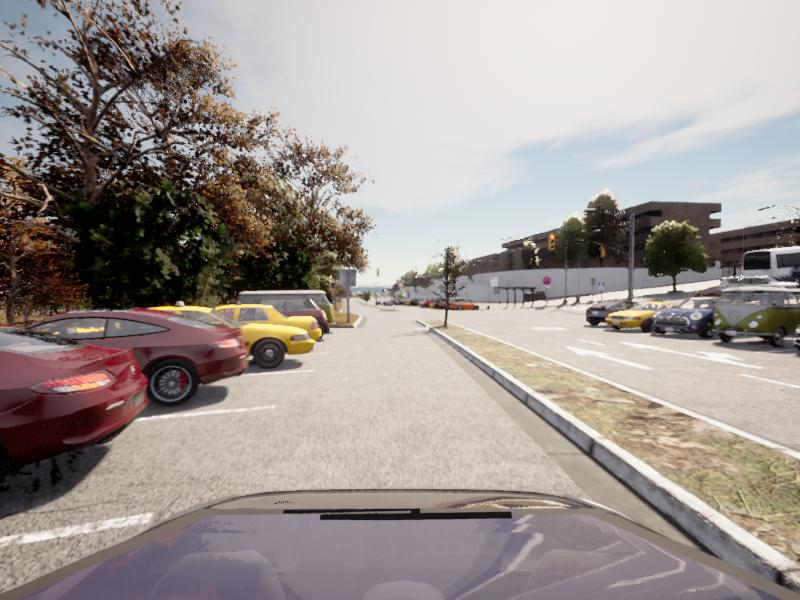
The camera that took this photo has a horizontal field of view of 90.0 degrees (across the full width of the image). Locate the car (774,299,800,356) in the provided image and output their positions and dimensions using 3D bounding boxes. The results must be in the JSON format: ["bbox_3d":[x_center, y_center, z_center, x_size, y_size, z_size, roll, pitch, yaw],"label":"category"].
[{"bbox_3d":[13.345,0.786,11.258,4.892,1.521,2.231,1,0,-22],"label":"car"}]

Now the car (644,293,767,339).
[{"bbox_3d":[13.187,0.644,17.307,4.553,1.767,2.185,1,0,-22],"label":"car"}]

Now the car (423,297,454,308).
[{"bbox_3d":[7.597,0.548,78.947,5.566,2.045,2.435,0,0,-28],"label":"car"}]

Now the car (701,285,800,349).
[{"bbox_3d":[13.152,0.550,14.231,4.442,1.987,1.878,1,0,-22],"label":"car"}]

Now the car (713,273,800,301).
[{"bbox_3d":[31.324,-1.104,35.039,2.435,2.045,5.566,-6,4,-27],"label":"car"}]

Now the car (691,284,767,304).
[{"bbox_3d":[28.353,-0.528,34.681,2.002,1.452,4.674,-6,4,-27],"label":"car"}]

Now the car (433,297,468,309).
[{"bbox_3d":[8.832,0.582,70.018,5.566,2.045,2.435,0,0,-28],"label":"car"}]

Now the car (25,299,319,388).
[{"bbox_3d":[-4.750,0.805,9.245,5.366,1.575,1.946,-1,0,-21],"label":"car"}]

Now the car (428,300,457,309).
[{"bbox_3d":[8.150,0.808,76.046,5.366,1.575,1.946,0,0,-28],"label":"car"}]

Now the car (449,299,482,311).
[{"bbox_3d":[9.940,0.743,61.035,4.553,1.767,2.185,0,0,-27],"label":"car"}]

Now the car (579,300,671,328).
[{"bbox_3d":[13.084,0.790,23.296,4.792,1.488,2.163,1,0,-23],"label":"car"}]

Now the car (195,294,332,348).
[{"bbox_3d":[-5.057,0.673,15.105,4.553,1.767,2.185,-1,0,-22],"label":"car"}]

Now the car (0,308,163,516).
[{"bbox_3d":[-4.815,0.861,3.252,4.674,1.452,2.002,-1,0,-20],"label":"car"}]

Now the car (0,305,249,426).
[{"bbox_3d":[-4.858,0.856,6.213,4.674,1.452,2.002,-1,0,-21],"label":"car"}]

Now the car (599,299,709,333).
[{"bbox_3d":[12.866,0.756,20.243,5.366,1.575,1.946,1,0,-23],"label":"car"}]

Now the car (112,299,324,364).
[{"bbox_3d":[-5.168,0.804,12.066,5.366,1.575,1.946,-1,0,-21],"label":"car"}]

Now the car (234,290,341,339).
[{"bbox_3d":[-5.095,0.566,18.099,4.442,1.987,1.878,-1,0,-22],"label":"car"}]

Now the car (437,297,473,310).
[{"bbox_3d":[9.186,0.594,67.002,5.566,2.045,2.435,1,0,-28],"label":"car"}]

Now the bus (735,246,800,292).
[{"bbox_3d":[41.474,-3.442,41.811,10.273,4.253,3.944,-6,3,-8],"label":"bus"}]

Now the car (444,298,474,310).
[{"bbox_3d":[9.498,0.630,63.979,4.442,1.987,1.878,0,0,-28],"label":"car"}]
